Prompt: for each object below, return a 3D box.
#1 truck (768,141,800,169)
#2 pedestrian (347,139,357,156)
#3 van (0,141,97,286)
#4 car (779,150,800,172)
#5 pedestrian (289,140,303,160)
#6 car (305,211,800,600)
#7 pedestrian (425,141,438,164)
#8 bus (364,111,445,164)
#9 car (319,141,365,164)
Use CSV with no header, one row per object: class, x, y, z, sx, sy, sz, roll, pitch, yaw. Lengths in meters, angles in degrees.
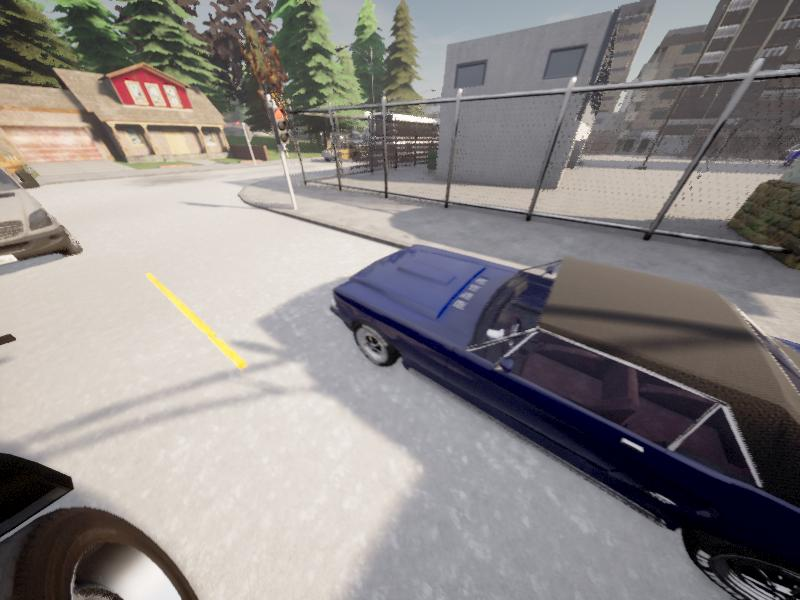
truck,38.008,-12.966,20.723,4.478,2.038,2.069,23,41,28
pedestrian,-6.582,-20.928,31.741,0.751,1.860,0.751,24,42,30
van,-9.700,-2.287,4.888,5.915,2.561,1.988,19,39,25
car,35.569,-10.919,18.341,5.357,1.415,2.033,23,41,28
pedestrian,-11.642,-16.893,25.975,0.751,1.860,0.751,22,41,28
car,1.450,0.379,2.262,4.718,1.301,1.895,24,41,29
pedestrian,3.067,-14.489,22.672,0.751,1.860,0.751,-21,40,-27
bus,0.954,-18.884,27.043,3.944,4.253,10.273,22,41,28
car,-6.208,-16.151,25.168,1.932,1.855,4.605,22,40,27
